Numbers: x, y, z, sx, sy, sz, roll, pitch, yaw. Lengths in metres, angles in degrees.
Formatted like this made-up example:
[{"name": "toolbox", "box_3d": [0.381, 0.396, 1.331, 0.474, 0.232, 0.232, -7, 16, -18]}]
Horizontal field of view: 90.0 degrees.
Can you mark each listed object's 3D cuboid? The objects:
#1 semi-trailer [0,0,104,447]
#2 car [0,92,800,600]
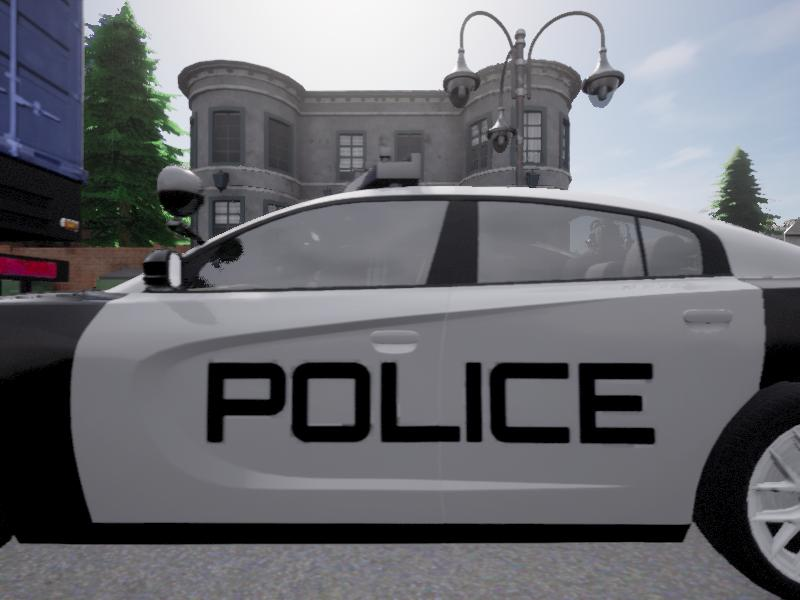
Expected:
[{"name": "semi-trailer", "box_3d": [-9.781, -1.230, 2.256, 14.254, 4.402, 2.717, 0, 0, 0]}, {"name": "car", "box_3d": [-0.174, 0.183, 2.196, 5.238, 1.638, 1.930, 0, 0, 0]}]
